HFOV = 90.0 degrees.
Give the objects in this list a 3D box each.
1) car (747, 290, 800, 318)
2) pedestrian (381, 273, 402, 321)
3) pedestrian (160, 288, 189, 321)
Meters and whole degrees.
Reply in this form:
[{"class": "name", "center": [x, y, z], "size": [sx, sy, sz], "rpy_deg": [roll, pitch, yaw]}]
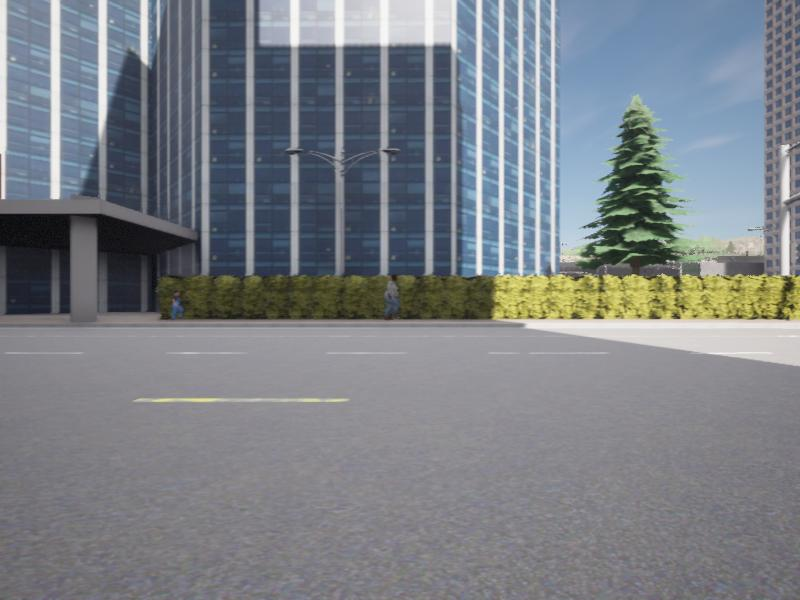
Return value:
[{"class": "car", "center": [23.359, 0.227, 23.508], "size": [2.007, 1.525, 4.514], "rpy_deg": [0, 0, 0]}, {"class": "pedestrian", "center": [-0.310, -0.115, 15.646], "size": [0.751, 1.860, 0.751], "rpy_deg": [0, 0, 5]}, {"class": "pedestrian", "center": [-9.142, 0.165, 16.248], "size": [0.751, 1.300, 0.751], "rpy_deg": [0, 0, 1]}]
